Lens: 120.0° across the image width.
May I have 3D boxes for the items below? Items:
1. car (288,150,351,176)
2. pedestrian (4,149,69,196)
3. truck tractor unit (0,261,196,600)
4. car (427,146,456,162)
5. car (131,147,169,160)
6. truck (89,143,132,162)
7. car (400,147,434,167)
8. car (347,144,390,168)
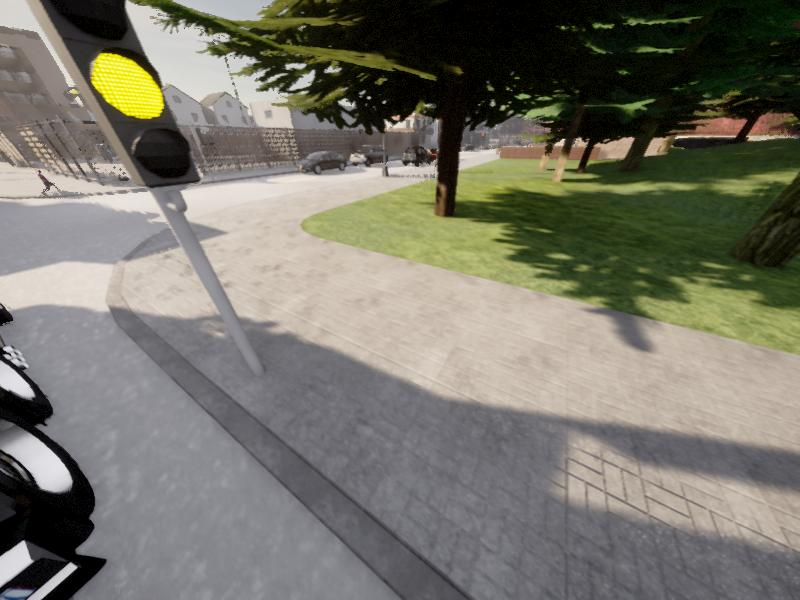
[{"bbox_3d":[-6.578,-11.676,19.554,1.837,1.490,4.892,18,39,24],"label":"car"},{"bbox_3d":[-17.173,-6.032,10.976,0.751,1.860,0.751,17,39,24],"label":"pedestrian"},{"bbox_3d":[-5.106,-0.304,0.794,6.516,4.208,3.053,18,39,25],"label":"truck tractor unit"},{"bbox_3d":[5.280,-18.504,29.236,2.007,1.525,4.514,17,39,24],"label":"car"},{"bbox_3d":[-36.710,-21.509,33.928,5.357,1.415,2.033,18,39,25],"label":"car"},{"bbox_3d":[-38.864,-19.855,31.023,4.478,2.038,2.069,18,39,25],"label":"truck"},{"bbox_3d":[1.860,-15.363,24.680,1.851,1.617,3.988,18,39,25],"label":"car"},{"bbox_3d":[-3.168,-15.077,24.078,1.932,1.855,4.605,18,39,25],"label":"car"}]
